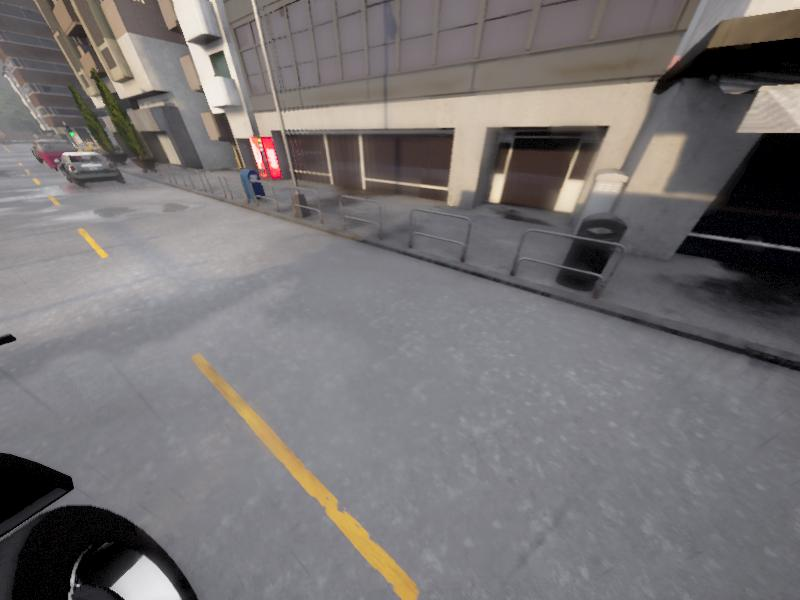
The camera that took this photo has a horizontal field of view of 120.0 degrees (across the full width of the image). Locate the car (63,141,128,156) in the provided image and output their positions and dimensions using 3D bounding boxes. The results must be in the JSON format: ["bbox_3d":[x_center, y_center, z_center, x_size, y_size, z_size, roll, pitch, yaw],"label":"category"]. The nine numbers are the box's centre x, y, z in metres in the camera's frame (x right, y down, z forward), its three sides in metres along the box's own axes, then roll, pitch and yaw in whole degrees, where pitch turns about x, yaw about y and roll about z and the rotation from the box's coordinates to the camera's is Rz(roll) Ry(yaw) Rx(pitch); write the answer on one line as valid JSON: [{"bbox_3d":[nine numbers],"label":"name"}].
[{"bbox_3d":[-41.744,-20.991,31.906,1.801,1.575,5.366,2,35,2],"label":"car"}]

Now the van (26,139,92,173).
[{"bbox_3d":[-26.311,-11.213,17.839,4.442,1.987,1.775,22,41,28],"label":"van"}]

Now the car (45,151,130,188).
[{"bbox_3d":[-17.599,-7.453,13.029,3.806,1.475,1.970,22,41,28],"label":"car"}]

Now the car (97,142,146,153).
[{"bbox_3d":[-43.947,-24.145,36.595,1.895,1.301,4.718,25,42,31],"label":"car"}]

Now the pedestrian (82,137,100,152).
[{"bbox_3d":[-48.200,-24.303,36.053,0.751,1.860,0.751,20,40,26],"label":"pedestrian"}]

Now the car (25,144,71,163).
[{"bbox_3d":[-35.495,-14.832,23.325,3.806,1.475,1.970,24,42,30],"label":"car"}]
